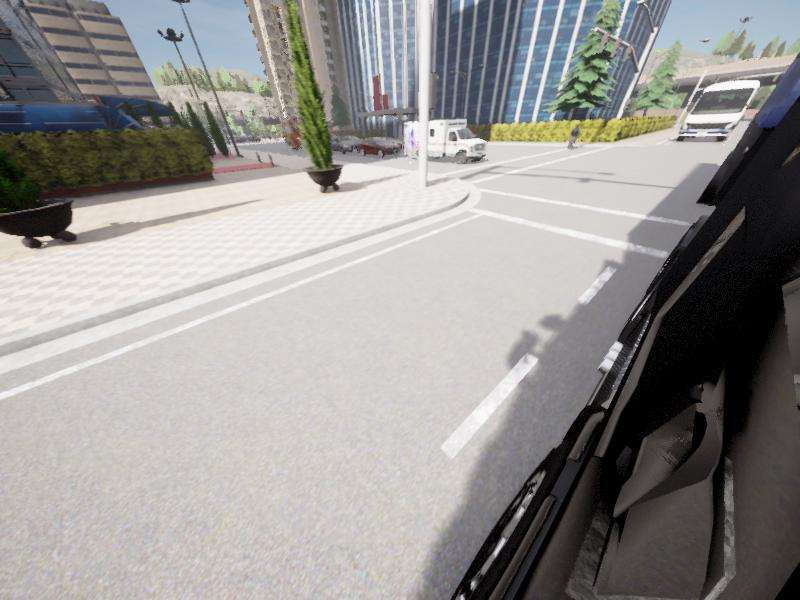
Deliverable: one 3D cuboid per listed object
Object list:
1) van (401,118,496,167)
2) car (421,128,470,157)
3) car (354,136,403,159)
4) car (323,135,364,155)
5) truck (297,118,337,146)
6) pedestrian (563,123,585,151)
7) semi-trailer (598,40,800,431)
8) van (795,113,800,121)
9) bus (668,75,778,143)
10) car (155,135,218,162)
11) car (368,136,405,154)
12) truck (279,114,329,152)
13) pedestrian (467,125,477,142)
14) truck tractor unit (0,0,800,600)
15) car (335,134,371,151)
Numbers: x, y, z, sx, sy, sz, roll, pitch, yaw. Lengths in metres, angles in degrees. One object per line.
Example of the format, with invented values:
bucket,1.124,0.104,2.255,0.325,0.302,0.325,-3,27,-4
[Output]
van,3.100,-11.376,16.623,2.351,2.431,6.366,-29,44,-30
car,3.879,-13.869,20.356,1.905,1.878,3.866,-28,44,-30
car,-2.106,-14.537,21.913,1.882,1.535,5.008,-28,44,-30
car,-6.374,-17.468,25.983,2.242,1.667,4.611,-28,44,-30
truck,-15.426,-30.876,42.658,2.891,3.827,8.468,-28,44,-30
pedestrian,14.693,-13.795,19.566,0.751,1.860,0.751,29,47,35
semi-trailer,8.696,-3.605,4.234,14.254,4.402,2.717,-28,44,-30
van,92.779,-42.207,52.225,6.366,2.431,2.351,-28,44,-30
bus,31.079,-18.136,22.391,10.273,4.253,3.944,-28,44,-30
car,-24.336,-17.724,26.850,2.390,2.098,6.274,-8,37,-7
car,-1.550,-17.340,25.764,1.994,1.385,4.181,-27,43,-29
truck,-13.492,-23.173,32.247,2.891,3.827,8.468,-27,43,-29
pedestrian,9.660,-22.331,31.028,0.751,1.860,0.751,-25,42,-27
truck tractor unit,2.645,-0.295,0.351,6.516,4.208,3.053,-28,44,-30
car,-6.228,-20.590,30.169,1.930,1.638,5.238,-29,44,-30
